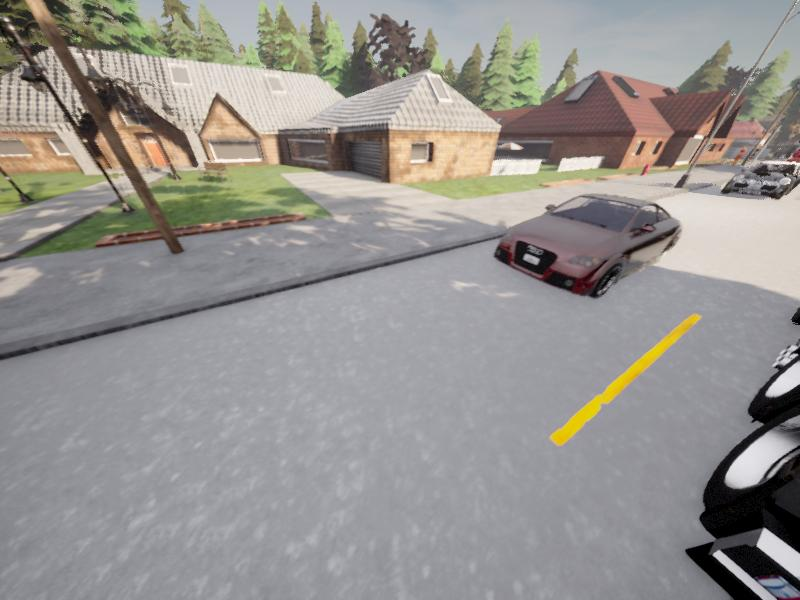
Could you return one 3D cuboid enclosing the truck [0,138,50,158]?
[{"bbox_3d":[-54.220,-21.658,32.804,2.390,2.098,6.274,-18,39,-24],"label":"truck"}]

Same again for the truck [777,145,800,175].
[{"bbox_3d":[37.440,-13.136,19.865,8.468,3.827,2.891,-18,39,-24],"label":"truck"}]

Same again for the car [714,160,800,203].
[{"bbox_3d":[18.384,-6.058,11.580,3.806,1.475,1.970,-18,39,-24],"label":"car"}]

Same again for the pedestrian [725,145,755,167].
[{"bbox_3d":[34.280,-14.541,23.351,0.751,1.860,0.751,23,41,29],"label":"pedestrian"}]

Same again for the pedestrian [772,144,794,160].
[{"bbox_3d":[55.964,-21.639,33.744,0.751,1.860,0.751,-16,38,-22],"label":"pedestrian"}]

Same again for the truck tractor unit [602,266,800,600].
[{"bbox_3d":[5.116,-0.296,0.780,6.516,4.208,3.053,-18,39,-24],"label":"truck tractor unit"}]

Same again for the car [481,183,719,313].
[{"bbox_3d":[4.121,-1.440,4.912,4.181,1.385,1.994,-18,39,-24],"label":"car"}]

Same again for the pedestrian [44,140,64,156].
[{"bbox_3d":[-48.247,-21.219,32.207,0.751,1.860,0.751,25,42,31],"label":"pedestrian"}]
